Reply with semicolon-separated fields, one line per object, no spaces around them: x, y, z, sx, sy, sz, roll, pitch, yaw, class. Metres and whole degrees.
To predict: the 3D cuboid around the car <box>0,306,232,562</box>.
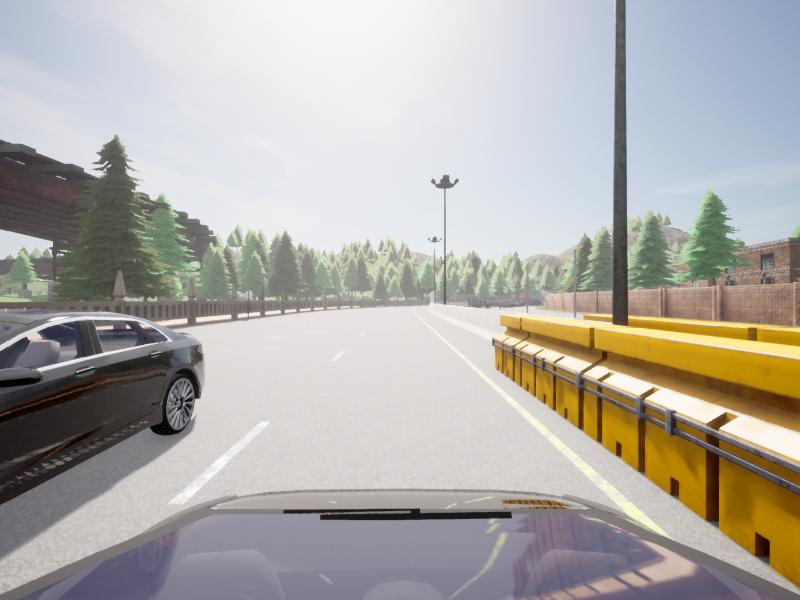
-3.500;0.837;3.363;2.128;1.511;4.902;0;0;0;car
